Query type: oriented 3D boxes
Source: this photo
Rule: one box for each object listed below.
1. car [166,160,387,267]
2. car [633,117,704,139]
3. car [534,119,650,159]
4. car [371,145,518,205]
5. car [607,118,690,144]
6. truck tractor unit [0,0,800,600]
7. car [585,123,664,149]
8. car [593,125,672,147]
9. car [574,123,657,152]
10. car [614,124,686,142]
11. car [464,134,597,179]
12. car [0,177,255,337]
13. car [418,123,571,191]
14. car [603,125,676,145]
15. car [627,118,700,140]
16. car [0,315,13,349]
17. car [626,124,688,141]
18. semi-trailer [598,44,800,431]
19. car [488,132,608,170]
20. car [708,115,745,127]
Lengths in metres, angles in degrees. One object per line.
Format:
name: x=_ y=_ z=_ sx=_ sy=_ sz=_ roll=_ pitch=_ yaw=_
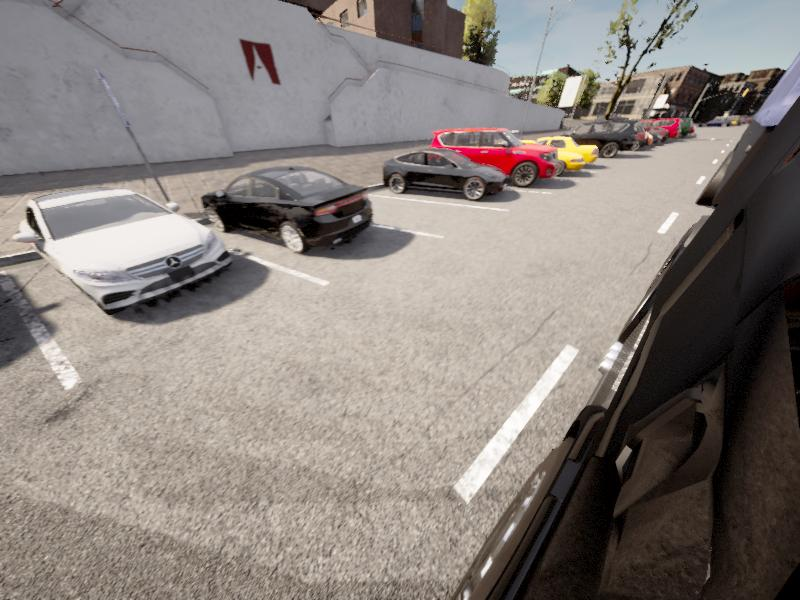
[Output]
car: x=-3.057 y=-2.489 z=5.814 sx=5.008 sy=1.535 sz=2.097 roll=17 pitch=41 yaw=25
car: x=35.994 y=-23.247 z=31.314 sx=5.566 sy=2.045 sz=2.435 roll=17 pitch=40 yaw=25
car: x=12.955 y=-11.223 z=16.205 sx=5.566 sy=2.045 sz=2.435 roll=17 pitch=41 yaw=25
car: x=1.554 y=-4.906 z=8.830 sx=4.792 sy=1.488 sz=2.163 roll=17 pitch=41 yaw=25
car: x=26.723 y=-18.461 z=25.285 sx=5.566 sy=2.045 sz=2.435 roll=17 pitch=41 yaw=25
truck tractor unit: x=2.645 y=-0.295 z=0.352 sx=6.516 sy=4.208 sz=3.053 roll=-28 pitch=44 yaw=-30
car: x=19.844 y=-14.754 z=20.822 sx=4.553 sy=1.767 sz=2.185 roll=17 pitch=40 yaw=25
car: x=22.165 y=-15.850 z=22.400 sx=4.892 sy=1.521 sz=2.231 roll=17 pitch=40 yaw=25
car: x=17.601 y=-13.527 z=19.278 sx=4.553 sy=1.767 sz=2.185 roll=17 pitch=41 yaw=25
car: x=28.893 y=-19.505 z=27.013 sx=5.366 sy=1.575 sz=1.946 roll=17 pitch=41 yaw=25
car: x=6.276 y=-7.328 z=11.750 sx=5.366 sy=1.575 sz=1.946 roll=17 pitch=40 yaw=25
car: x=-5.356 y=-1.242 z=4.342 sx=4.674 sy=1.452 sz=2.002 roll=17 pitch=40 yaw=25
car: x=3.837 y=-6.353 z=10.169 sx=5.566 sy=2.045 sz=2.435 roll=17 pitch=40 yaw=25
car: x=24.435 y=-17.032 z=23.934 sx=4.792 sy=1.488 sz=2.163 roll=17 pitch=41 yaw=25
car: x=33.628 y=-22.062 z=29.824 sx=5.566 sy=2.045 sz=2.435 roll=17 pitch=41 yaw=25
car: x=-7.681 y=-0.167 z=2.751 sx=4.553 sy=1.767 sz=2.185 roll=17 pitch=40 yaw=25
car: x=31.359 y=-20.618 z=28.470 sx=4.674 sy=1.452 sz=2.002 roll=17 pitch=41 yaw=25
semi-trailer: x=8.699 y=-3.591 z=4.248 sx=14.254 sy=4.402 sz=2.717 roll=-28 pitch=44 yaw=-30
car: x=8.243 y=-8.639 z=13.407 sx=5.366 sy=1.575 sz=1.946 roll=17 pitch=41 yaw=25
car: x=78.568 y=-43.086 z=55.693 sx=4.442 sy=1.987 sz=1.878 roll=22 pitch=42 yaw=30
